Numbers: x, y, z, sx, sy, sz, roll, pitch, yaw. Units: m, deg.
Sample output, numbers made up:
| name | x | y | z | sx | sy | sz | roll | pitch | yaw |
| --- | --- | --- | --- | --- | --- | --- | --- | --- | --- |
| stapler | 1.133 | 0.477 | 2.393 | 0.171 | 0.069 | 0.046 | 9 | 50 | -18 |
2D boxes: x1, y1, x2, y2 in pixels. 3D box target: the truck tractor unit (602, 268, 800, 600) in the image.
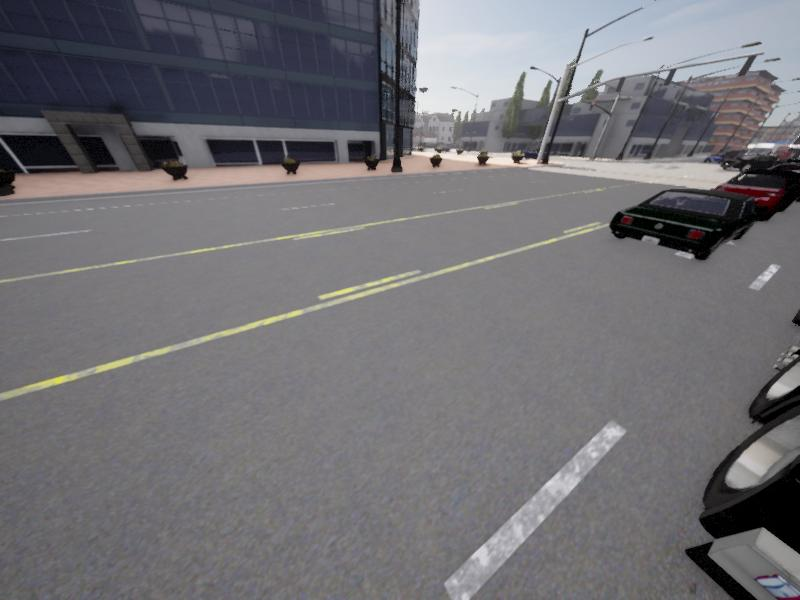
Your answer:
| name | x | y | z | sx | sy | sz | roll | pitch | yaw |
| --- | --- | --- | --- | --- | --- | --- | --- | --- | --- |
| truck tractor unit | 5.116 | -0.294 | 0.779 | 6.516 | 4.208 | 3.053 | -18 | 39 | -24 |

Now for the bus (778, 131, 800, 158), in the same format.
| name | x | y | z | sx | sy | sz | roll | pitch | yaw |
| --- | --- | --- | --- | --- | --- | --- | --- | --- | --- |
| bus | 83.564 | -31.720 | 47.170 | 10.273 | 4.253 | 3.944 | -17 | 39 | -24 |

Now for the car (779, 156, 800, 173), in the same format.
| name | x | y | z | sx | sy | sz | roll | pitch | yaw |
| --- | --- | --- | --- | --- | --- | --- | --- | --- | --- |
| car | 42.409 | -13.829 | 23.645 | 4.181 | 1.385 | 1.994 | -6 | 35 | -10 |

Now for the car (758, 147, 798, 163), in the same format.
| name | x | y | z | sx | sy | sz | roll | pitch | yaw |
| --- | --- | --- | --- | --- | --- | --- | --- | --- | --- |
| car | 62.743 | -24.135 | 38.338 | 5.566 | 2.045 | 2.150 | -18 | 39 | -24 |

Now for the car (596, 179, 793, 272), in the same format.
| name | x | y | z | sx | sy | sz | roll | pitch | yaw |
| --- | --- | --- | --- | --- | --- | --- | --- | --- | --- |
| car | 7.881 | -2.262 | 6.205 | 4.718 | 1.301 | 1.895 | -17 | 39 | -24 |

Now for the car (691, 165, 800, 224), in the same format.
| name | x | y | z | sx | sy | sz | roll | pitch | yaw |
| --- | --- | --- | --- | --- | --- | --- | --- | --- | --- |
| car | 13.759 | -4.195 | 8.893 | 4.193 | 1.474 | 1.816 | -17 | 39 | -24 |

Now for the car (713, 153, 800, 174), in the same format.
| name | x | y | z | sx | sy | sz | roll | pitch | yaw |
| --- | --- | --- | --- | --- | --- | --- | --- | --- | --- |
| car | 35.851 | -13.775 | 23.213 | 5.008 | 1.535 | 1.882 | 6 | 35 | 7 |

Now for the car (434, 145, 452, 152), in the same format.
| name | x | y | z | sx | sy | sz | roll | pitch | yaw |
| --- | --- | --- | --- | --- | --- | --- | --- | --- | --- |
| car | 10.396 | -36.922 | 56.290 | 2.033 | 1.411 | 5.357 | -9 | 36 | -15 |

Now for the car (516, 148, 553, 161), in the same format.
| name | x | y | z | sx | sy | sz | roll | pitch | yaw |
| --- | --- | --- | --- | --- | --- | --- | --- | --- | --- |
| car | 19.826 | -21.606 | 34.172 | 1.816 | 1.474 | 4.193 | -17 | 38 | -24 |

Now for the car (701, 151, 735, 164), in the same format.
| name | x | y | z | sx | sy | sz | roll | pitch | yaw |
| --- | --- | --- | --- | --- | --- | --- | --- | --- | --- |
| car | 48.317 | -21.656 | 35.082 | 4.193 | 1.474 | 1.816 | -17 | 38 | -24 |

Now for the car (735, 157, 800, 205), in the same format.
| name | x | y | z | sx | sy | sz | roll | pitch | yaw |
| --- | --- | --- | --- | --- | --- | --- | --- | --- | --- |
| car | 19.764 | -6.135 | 11.638 | 5.238 | 1.638 | 1.930 | -17 | 39 | -24 |

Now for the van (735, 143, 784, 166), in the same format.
| name | x | y | z | sx | sy | sz | roll | pitch | yaw |
| --- | --- | --- | --- | --- | --- | --- | --- | --- | --- |
| van | 50.682 | -20.537 | 32.572 | 5.915 | 2.561 | 1.988 | -17 | 38 | -24 |
